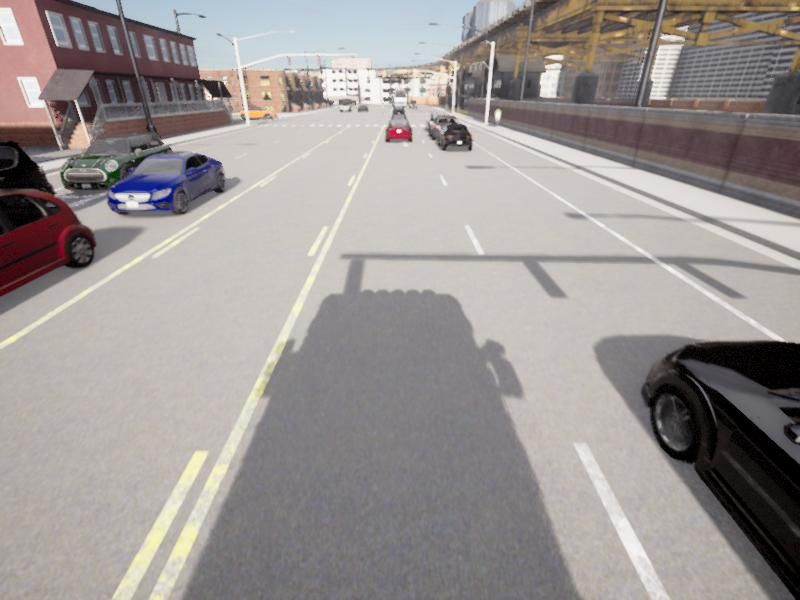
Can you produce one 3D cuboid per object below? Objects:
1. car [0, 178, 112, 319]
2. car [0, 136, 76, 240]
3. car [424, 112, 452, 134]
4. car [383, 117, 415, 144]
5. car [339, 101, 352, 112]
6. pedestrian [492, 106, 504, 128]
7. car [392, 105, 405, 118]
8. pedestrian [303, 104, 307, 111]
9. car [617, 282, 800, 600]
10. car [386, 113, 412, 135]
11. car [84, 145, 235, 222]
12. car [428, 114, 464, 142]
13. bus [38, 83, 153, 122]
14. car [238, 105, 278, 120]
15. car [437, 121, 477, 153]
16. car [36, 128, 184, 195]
[{"bbox_3d":[-7.014,-0.730,6.307,1.851,1.617,3.988,0,27,0],"label":"car"},{"bbox_3d":[-10.498,-2.189,8.673,2.150,2.045,5.566,0,27,0],"label":"car"},{"bbox_3d":[3.401,-16.324,36.787,2.128,1.511,4.902,0,27,0],"label":"car"},{"bbox_3d":[-0.078,-12.595,29.557,2.163,1.488,4.792,0,27,0],"label":"car"},{"bbox_3d":[-10.719,-38.122,78.890,1.932,1.855,4.605,0,27,0],"label":"car"},{"bbox_3d":[9.505,-17.784,38.855,0.751,1.860,0.751,-1,27,-1],"label":"pedestrian"},{"bbox_3d":[-0.169,-28.969,61.408,1.882,1.535,5.008,0,27,0],"label":"car"},{"bbox_3d":[-19.445,-39.406,81.876,0.500,1.100,0.500,20,33,33],"label":"pedestrian"},{"bbox_3d":[3.500,1.388,2.425,1.994,1.385,4.181,0,27,0],"label":"car"},{"bbox_3d":[-0.096,-15.740,35.654,2.128,1.511,4.902,0,27,0],"label":"car"},{"bbox_3d":[-7.020,-3.790,12.449,1.812,1.442,4.674,0,27,0],"label":"car"},{"bbox_3d":[3.421,-13.293,30.705,2.242,1.667,4.611,0,27,0],"label":"car"},{"bbox_3d":[-37.883,-24.771,50.299,10.273,4.253,3.944,0,27,0],"label":"bus"},{"bbox_3d":[-19.074,-25.301,54.002,4.553,1.767,2.097,-1,27,-2],"label":"car"},{"bbox_3d":[3.434,-10.296,25.113,1.812,1.442,4.674,0,27,0],"label":"car"},{"bbox_3d":[-10.537,-5.378,15.165,2.097,1.767,4.553,0,27,0],"label":"car"}]
